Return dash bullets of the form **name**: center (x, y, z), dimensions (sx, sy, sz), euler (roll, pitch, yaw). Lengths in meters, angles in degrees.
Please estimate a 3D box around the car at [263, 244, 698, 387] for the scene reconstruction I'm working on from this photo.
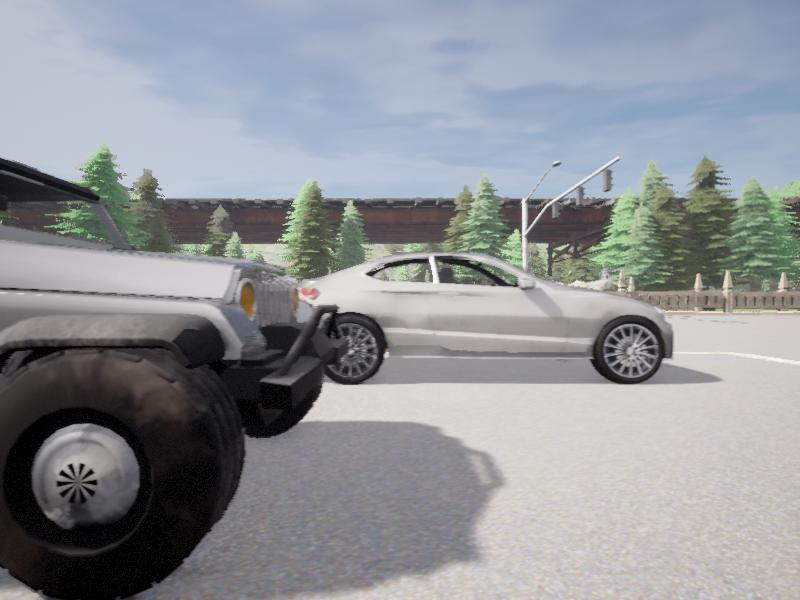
- **car**: center (0.935, 0.181, 5.701), dimensions (5.027, 1.651, 2.152), euler (0, 0, 0)

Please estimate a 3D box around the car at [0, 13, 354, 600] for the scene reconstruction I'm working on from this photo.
- **car**: center (-2.297, 0.048, 2.198), dimensions (3.866, 1.878, 1.905), euler (0, 0, 0)
